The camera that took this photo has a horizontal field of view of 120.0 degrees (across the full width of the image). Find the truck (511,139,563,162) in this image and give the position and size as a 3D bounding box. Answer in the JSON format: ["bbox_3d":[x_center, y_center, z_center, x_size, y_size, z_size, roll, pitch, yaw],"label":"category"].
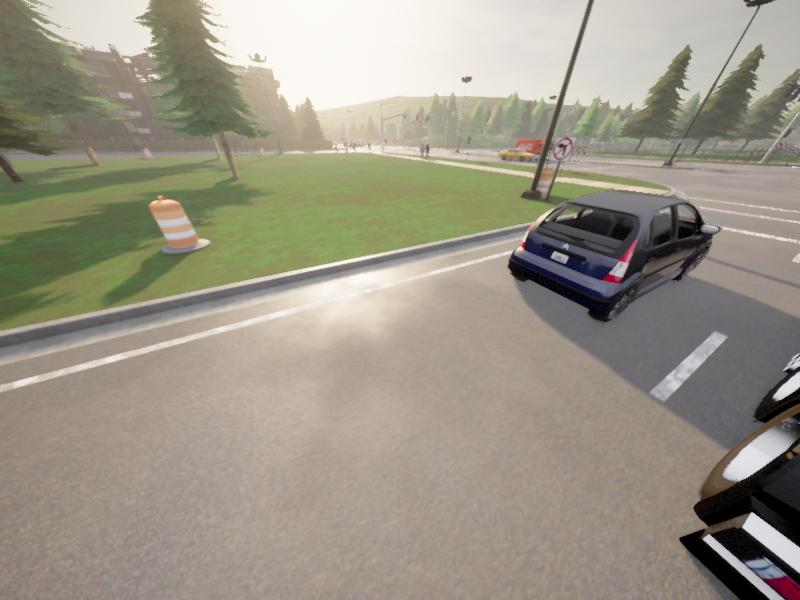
[{"bbox_3d":[18.871,-20.895,32.146,2.627,2.467,5.204,-16,38,-23],"label":"truck"}]

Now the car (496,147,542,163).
[{"bbox_3d":[15.779,-19.605,31.039,1.801,1.575,5.366,-16,38,-23],"label":"car"}]

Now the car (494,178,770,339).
[{"bbox_3d":[4.073,-1.115,4.259,3.988,1.617,1.851,-17,38,-23],"label":"car"}]

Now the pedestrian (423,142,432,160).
[{"bbox_3d":[3.560,-19.046,29.570,0.751,1.860,0.751,-12,37,-18],"label":"pedestrian"}]

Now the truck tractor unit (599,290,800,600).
[{"bbox_3d":[5.153,-0.255,0.732,6.516,4.208,3.053,-16,38,-22],"label":"truck tractor unit"}]

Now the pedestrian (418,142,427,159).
[{"bbox_3d":[2.989,-20.018,30.967,0.751,1.860,0.751,-13,37,-18],"label":"pedestrian"}]
